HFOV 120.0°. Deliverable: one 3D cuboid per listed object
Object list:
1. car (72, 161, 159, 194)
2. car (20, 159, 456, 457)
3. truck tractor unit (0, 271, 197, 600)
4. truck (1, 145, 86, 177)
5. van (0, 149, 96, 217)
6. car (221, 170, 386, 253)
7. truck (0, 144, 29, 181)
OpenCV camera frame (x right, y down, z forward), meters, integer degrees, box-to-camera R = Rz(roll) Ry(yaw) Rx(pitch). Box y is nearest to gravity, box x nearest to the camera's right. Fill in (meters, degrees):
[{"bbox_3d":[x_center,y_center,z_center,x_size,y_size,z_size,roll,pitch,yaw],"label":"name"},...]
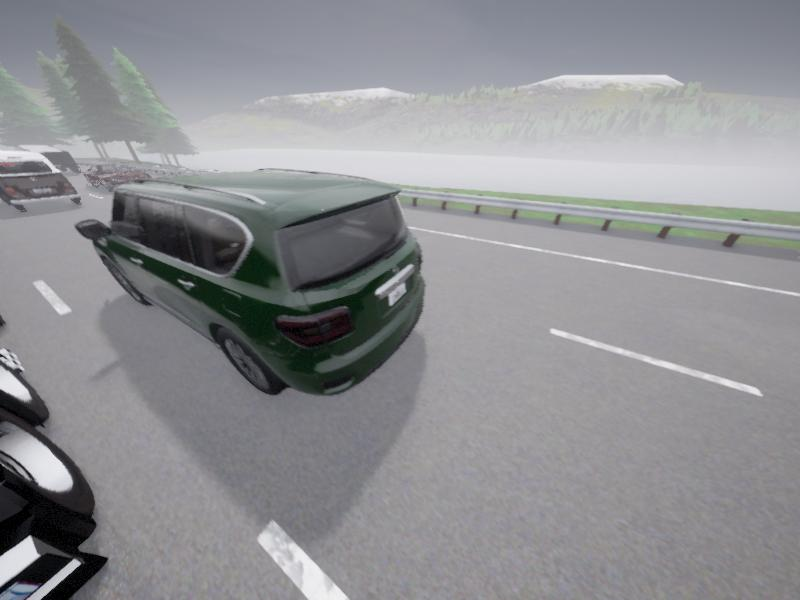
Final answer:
[{"bbox_3d":[-17.140,-7.475,13.921,4.718,1.301,1.895,18,38,24],"label":"car"},{"bbox_3d":[-2.350,-0.747,3.417,5.566,2.045,2.150,18,38,24],"label":"car"},{"bbox_3d":[-5.114,-0.296,0.785,6.516,4.208,3.053,18,38,24],"label":"truck tractor unit"},{"bbox_3d":[-30.711,-12.092,19.924,6.274,2.098,2.390,17,37,23],"label":"truck"},{"bbox_3d":[-15.880,-5.118,9.785,4.480,2.038,2.069,18,38,24],"label":"van"},{"bbox_3d":[-2.910,-2.972,7.167,4.514,1.525,2.007,18,38,24],"label":"car"},{"bbox_3d":[-29.725,-9.748,16.092,5.204,2.467,2.627,16,37,24],"label":"truck"}]
